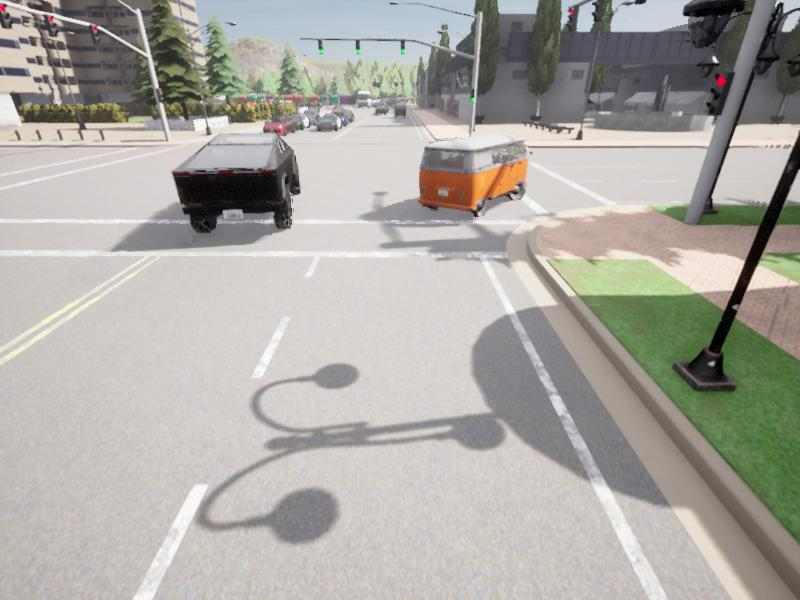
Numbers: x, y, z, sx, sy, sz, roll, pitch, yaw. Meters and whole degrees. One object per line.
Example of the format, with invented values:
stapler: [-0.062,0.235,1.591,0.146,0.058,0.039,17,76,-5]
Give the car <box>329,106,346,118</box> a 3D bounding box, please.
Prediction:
car: [-10.456,-31.724,67.299,2.242,1.667,4.611,0,27,0]

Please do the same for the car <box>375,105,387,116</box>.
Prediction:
car: [-3.453,-34.424,72.483,1.930,1.638,5.238,0,27,0]

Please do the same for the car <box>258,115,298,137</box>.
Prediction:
car: [-10.539,-15.256,34.977,2.007,1.525,4.514,1,27,2]

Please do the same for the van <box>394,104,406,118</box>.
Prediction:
van: [0.039,-30.110,63.629,1.775,1.987,4.442,0,27,0]

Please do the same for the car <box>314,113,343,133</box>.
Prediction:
car: [-6.973,-17.604,39.582,2.038,1.542,4.974,0,27,0]

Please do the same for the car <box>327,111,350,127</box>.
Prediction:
car: [-6.969,-20.772,45.806,2.007,1.525,4.514,0,27,0]

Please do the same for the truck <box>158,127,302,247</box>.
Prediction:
truck: [-4.280,-3.621,11.505,2.390,2.098,6.274,-4,27,-9]

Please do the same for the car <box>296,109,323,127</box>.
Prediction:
car: [-10.468,-21.289,46.710,2.033,1.649,4.856,0,27,0]

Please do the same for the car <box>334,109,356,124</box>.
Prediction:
car: [-6.966,-23.657,51.486,2.128,1.511,4.902,0,27,0]

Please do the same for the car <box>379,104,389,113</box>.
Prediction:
car: [-3.459,-41.490,86.630,1.970,1.475,3.806,0,27,0]

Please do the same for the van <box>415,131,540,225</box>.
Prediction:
van: [2.478,-3.914,12.201,1.775,1.987,4.442,18,32,33]

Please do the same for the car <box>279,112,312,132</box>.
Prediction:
car: [-10.472,-18.088,40.533,2.038,1.542,4.974,0,27,0]

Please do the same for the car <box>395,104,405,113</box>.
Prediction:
car: [0.054,-39.540,82.581,2.038,1.542,4.974,0,27,0]
